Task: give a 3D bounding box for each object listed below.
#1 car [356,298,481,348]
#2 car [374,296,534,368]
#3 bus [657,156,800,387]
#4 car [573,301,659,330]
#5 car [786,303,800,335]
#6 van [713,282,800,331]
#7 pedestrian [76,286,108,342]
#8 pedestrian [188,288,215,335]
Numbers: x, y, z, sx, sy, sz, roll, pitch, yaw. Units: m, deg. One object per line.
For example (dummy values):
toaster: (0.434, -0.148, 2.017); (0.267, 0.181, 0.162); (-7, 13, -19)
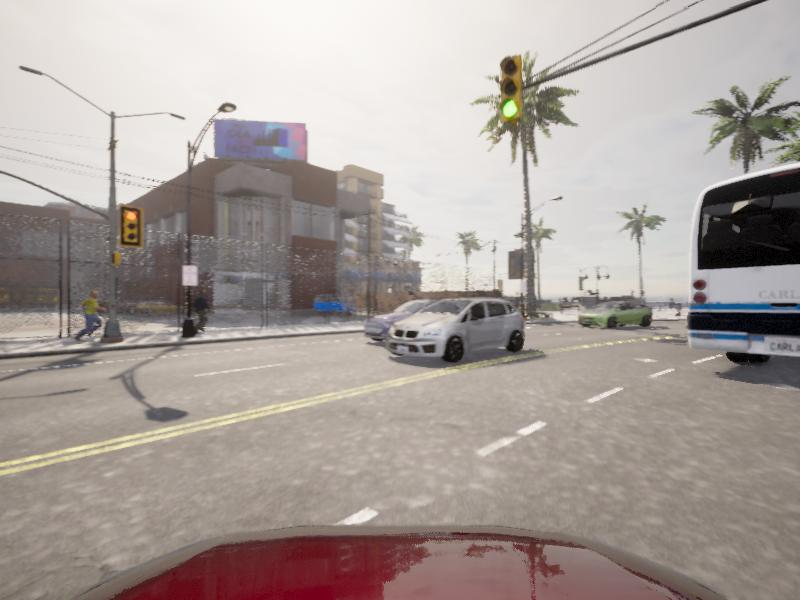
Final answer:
car: (0.849, 0.769, 15.643); (4.856, 1.649, 2.033); (0, 0, -41)
car: (1.731, 0.752, 11.719); (4.611, 1.667, 2.242); (0, 0, -43)
bus: (11.259, -0.516, 10.756); (10.273, 4.253, 3.944); (0, -1, -37)
car: (12.472, 0.839, 23.118); (4.514, 1.525, 2.007); (0, 0, -23)
car: (20.585, 0.884, 18.762); (3.806, 1.475, 1.970); (0, 0, -18)
van: (20.943, 0.352, 22.514); (5.915, 2.561, 1.988); (0, 0, -13)
pedestrian: (-10.592, 0.453, 13.778); (0.751, 1.860, 0.751); (0, 0, 42)
pedestrian: (-8.124, 0.457, 16.354); (0.751, 1.860, 0.751); (0, 0, 39)
